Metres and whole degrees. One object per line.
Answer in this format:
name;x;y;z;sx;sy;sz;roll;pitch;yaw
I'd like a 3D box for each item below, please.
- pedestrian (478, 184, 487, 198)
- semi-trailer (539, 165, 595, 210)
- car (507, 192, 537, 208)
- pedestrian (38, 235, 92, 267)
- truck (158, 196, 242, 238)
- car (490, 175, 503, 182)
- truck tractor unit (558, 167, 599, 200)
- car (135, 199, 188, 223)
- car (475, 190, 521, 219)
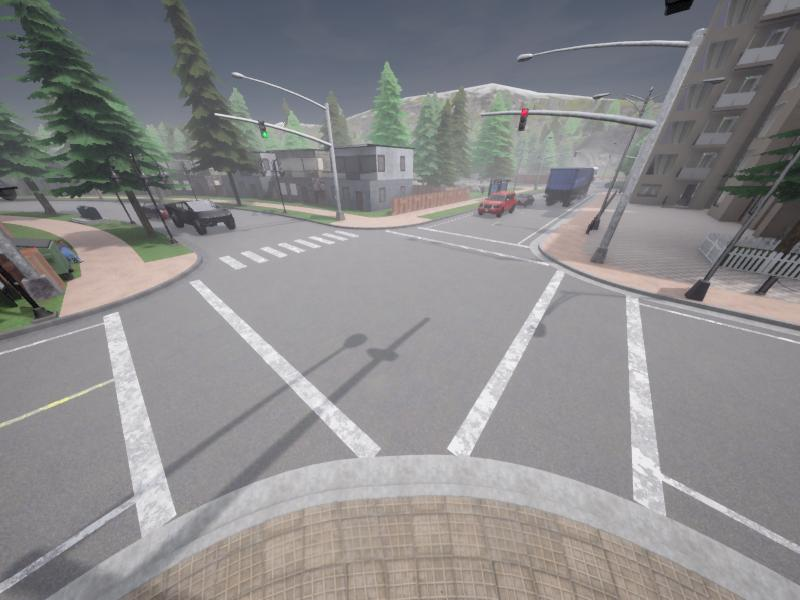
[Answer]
pedestrian;12.463;-16.430;34.810;0.751;1.860;0.751;24;38;35
semi-trailer;22.664;-15.407;30.833;2.717;4.402;14.254;24;37;35
car;15.349;-12.575;28.979;1.994;1.385;4.181;24;38;35
pedestrian;-15.715;-2.315;10.884;0.751;1.300;0.751;5;30;8
truck;-15.490;-6.599;17.860;6.274;2.098;2.390;18;34;28
car;29.590;-37.325;71.038;1.932;1.855;4.605;23;37;34
truck tractor unit;27.884;-18.291;36.041;3.053;4.208;6.516;24;38;35
car;-21.960;-8.258;21.303;3.633;1.501;1.845;14;33;22
car;10.071;-9.866;23.608;2.150;2.045;5.566;24;38;35
